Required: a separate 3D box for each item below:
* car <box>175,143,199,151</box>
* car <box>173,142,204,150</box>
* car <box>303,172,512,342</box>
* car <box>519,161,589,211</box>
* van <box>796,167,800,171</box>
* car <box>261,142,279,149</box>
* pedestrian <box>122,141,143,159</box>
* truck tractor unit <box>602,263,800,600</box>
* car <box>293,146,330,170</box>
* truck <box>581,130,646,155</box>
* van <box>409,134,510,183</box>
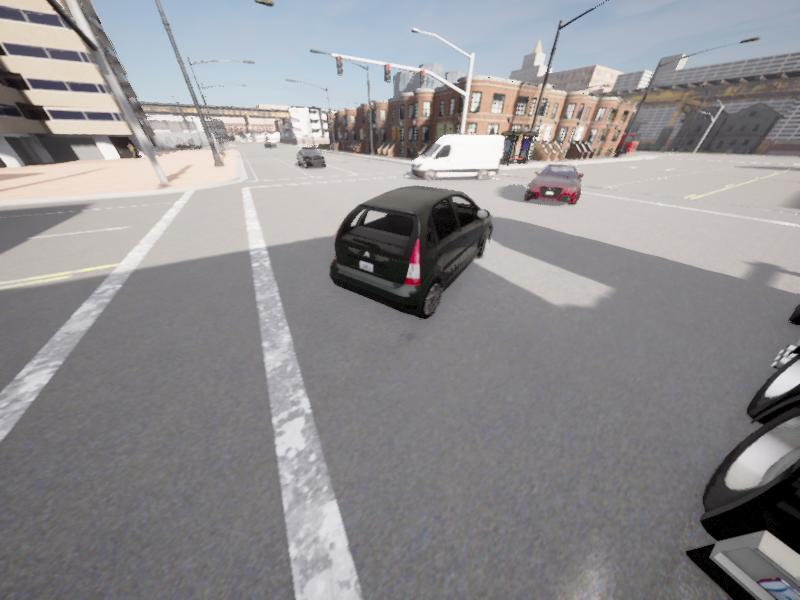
[{"bbox_3d":[-50.580,-36.397,54.885,3.806,1.475,1.970,-20,40,-25],"label":"car"},{"bbox_3d":[-52.353,-38.230,57.286,5.238,1.638,1.930,-20,40,-25],"label":"car"},{"bbox_3d":[0.561,-1.331,4.514,1.851,1.617,3.988,21,40,26],"label":"car"},{"bbox_3d":[7.159,-5.431,10.669,1.994,1.385,4.181,20,40,26],"label":"car"},{"bbox_3d":[40.778,-13.488,21.598,6.366,2.431,2.351,-18,39,-24],"label":"van"},{"bbox_3d":[-36.096,-42.962,64.167,4.902,1.511,2.128,26,42,32],"label":"car"},{"bbox_3d":[-33.873,-18.947,29.237,0.751,1.860,0.751,-8,36,-12],"label":"pedestrian"},{"bbox_3d":[5.109,-0.303,0.785,6.516,4.208,3.053,-18,39,-24],"label":"truck tractor unit"},{"bbox_3d":[-8.628,-13.798,22.325,1.930,1.638,5.238,-18,39,-25],"label":"car"},{"bbox_3d":[42.475,-31.663,46.509,2.891,3.827,8.468,-18,39,-24],"label":"truck"},{"bbox_3d":[3.755,-9.559,15.550,5.915,2.561,1.988,-5,37,-7],"label":"van"}]
